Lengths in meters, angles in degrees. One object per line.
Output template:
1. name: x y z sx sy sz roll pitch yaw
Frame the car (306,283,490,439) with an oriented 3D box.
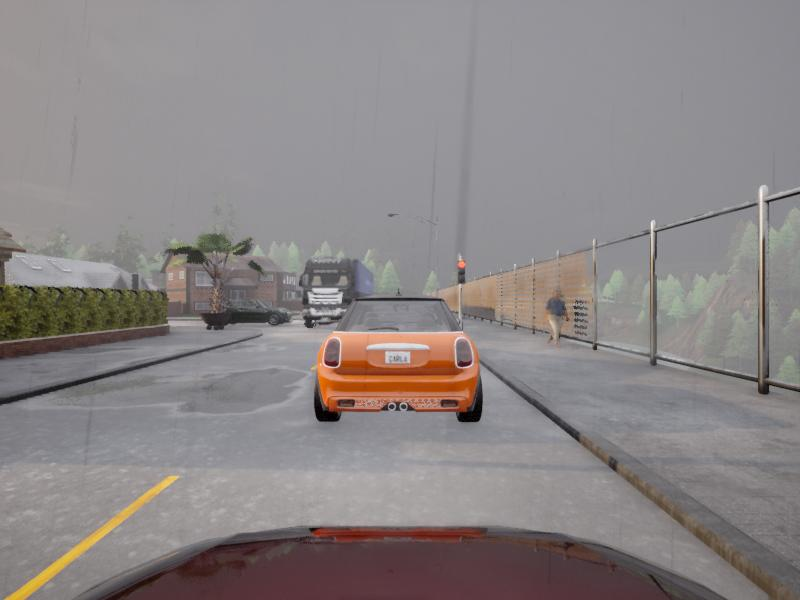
1. car: -0.001 0.694 6.836 2.097 1.767 4.553 0 0 1

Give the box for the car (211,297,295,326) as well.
1. car: -9.095 0.694 25.055 4.553 1.767 2.097 0 0 -5

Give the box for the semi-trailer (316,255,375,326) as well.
1. semi-trailer: -3.846 -0.619 32.006 2.717 4.402 14.254 0 0 0

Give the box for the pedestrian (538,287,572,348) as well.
1. pedestrian: 4.823 0.533 12.475 0.751 1.860 0.751 0 0 -3

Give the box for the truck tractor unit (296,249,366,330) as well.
1. truck tractor unit: -3.881 -0.521 24.090 3.053 4.208 6.516 0 0 0
